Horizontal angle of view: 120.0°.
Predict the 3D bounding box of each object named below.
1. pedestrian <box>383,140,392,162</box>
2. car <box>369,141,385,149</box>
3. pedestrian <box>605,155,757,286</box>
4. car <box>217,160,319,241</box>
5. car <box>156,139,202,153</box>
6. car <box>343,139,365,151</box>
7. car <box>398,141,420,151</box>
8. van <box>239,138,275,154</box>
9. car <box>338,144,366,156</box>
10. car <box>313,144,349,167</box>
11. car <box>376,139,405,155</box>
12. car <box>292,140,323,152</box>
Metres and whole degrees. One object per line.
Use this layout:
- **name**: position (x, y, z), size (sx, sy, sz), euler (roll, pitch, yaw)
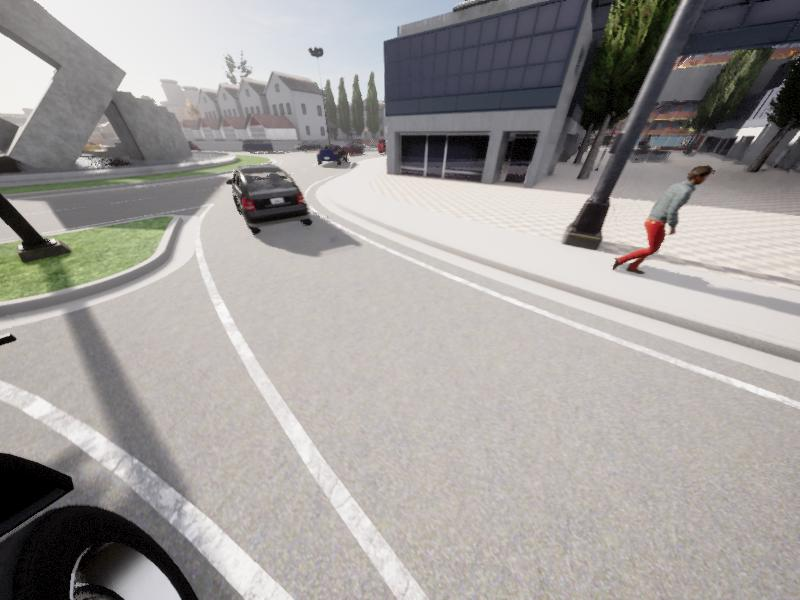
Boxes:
- **pedestrian**: position (-1.227, -15.077, 23.365), size (0.751, 1.860, 0.751), euler (-6, 36, -8)
- **car**: position (-5.373, -36.995, 54.966), size (1.845, 1.501, 3.633), euler (22, 41, 28)
- **pedestrian**: position (4.404, -1.306, 3.879), size (0.751, 1.860, 0.751), euler (21, 40, 26)
- **car**: position (-4.232, -3.344, 7.266), size (1.789, 1.549, 3.705), euler (-22, 41, -28)
- **car**: position (-35.314, -24.656, 37.040), size (4.553, 1.767, 2.097), euler (-8, 36, -11)
- **car**: position (-9.038, -30.847, 45.938), size (1.905, 1.878, 3.866), euler (27, 43, 32)
- **car**: position (1.833, -31.286, 46.840), size (2.242, 1.667, 4.611), euler (21, 40, 27)
- **van**: position (-22.659, -24.466, 36.702), size (4.442, 1.987, 1.775), euler (-16, 39, -22)
- **car**: position (-7.115, -22.491, 34.557), size (1.994, 1.385, 4.181), euler (14, 38, 19)
- **car**: position (-6.701, -14.544, 23.071), size (2.152, 1.651, 5.027), euler (0, 35, -1)
- **car**: position (-1.417, -24.744, 37.211), size (2.150, 2.045, 5.566), euler (18, 39, 23)
- **car**: position (-17.269, -28.781, 43.120), size (4.611, 1.667, 2.242), euler (-29, 44, -33)
